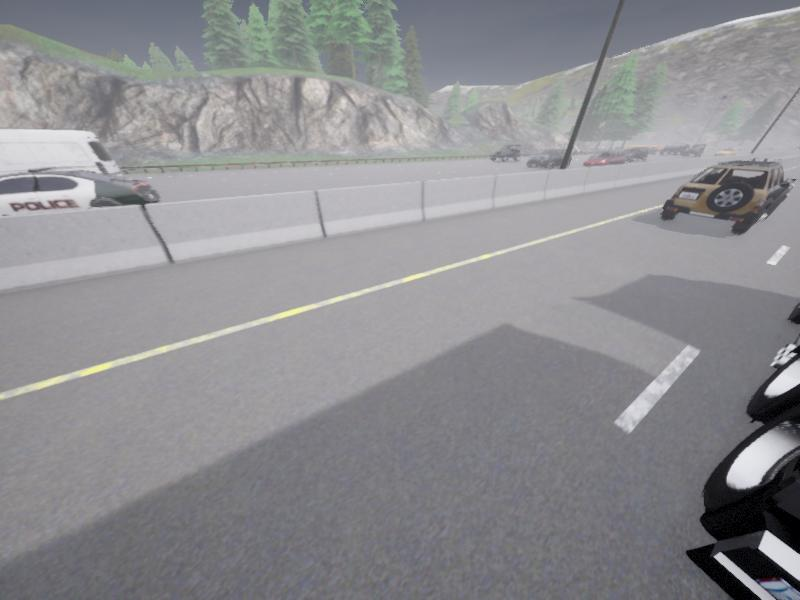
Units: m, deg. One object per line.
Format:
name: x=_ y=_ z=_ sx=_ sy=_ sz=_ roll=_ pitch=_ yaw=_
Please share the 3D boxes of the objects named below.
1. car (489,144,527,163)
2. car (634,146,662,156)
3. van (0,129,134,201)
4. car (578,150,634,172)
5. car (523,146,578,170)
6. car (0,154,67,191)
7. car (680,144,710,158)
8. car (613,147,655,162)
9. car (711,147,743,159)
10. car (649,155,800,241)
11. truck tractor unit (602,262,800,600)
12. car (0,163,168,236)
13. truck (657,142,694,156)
car: x=13.324 y=-18.212 z=28.666 sx=3.866 sy=1.878 sz=1.905 roll=-18 pitch=39 yaw=-25
car: x=49.574 y=-29.898 z=46.188 sx=4.902 sy=1.511 sz=2.128 roll=-18 pitch=39 yaw=-25
van: x=-17.217 y=-6.170 z=10.501 sx=5.915 sy=2.561 sz=1.988 roll=-18 pitch=39 yaw=-24
car: x=19.280 y=-13.079 z=21.656 sx=4.514 sy=1.525 sz=2.007 roll=-18 pitch=39 yaw=-25
car: x=14.783 y=-14.028 z=22.743 sx=4.553 sy=1.767 sz=2.097 roll=-18 pitch=39 yaw=-24
car: x=-21.875 y=-6.530 z=11.880 sx=4.902 sy=1.511 sz=2.128 roll=-18 pitch=39 yaw=-24
car: x=51.492 y=-26.088 z=40.336 sx=3.866 sy=1.878 sz=1.905 roll=-18 pitch=39 yaw=-24
car: x=31.609 y=-19.726 z=31.255 sx=3.988 sy=1.617 sz=1.851 roll=-11 pitch=37 yaw=-16
car: x=54.756 y=-24.713 z=38.670 sx=5.366 sy=1.575 sz=1.801 roll=-18 pitch=39 yaw=-25
car: x=10.926 y=-3.555 z=7.574 sx=4.605 sy=1.855 sz=1.932 roll=-18 pitch=39 yaw=-24
truck tractor unit: x=5.109 y=-0.302 z=0.786 sx=6.516 sy=4.208 sz=3.053 roll=-18 pitch=39 yaw=-24
car: x=-10.992 y=-3.171 z=7.127 sx=4.974 sy=1.542 sz=2.038 roll=-18 pitch=39 yaw=-24
truck: x=52.558 y=-28.835 z=44.108 sx=6.274 sy=2.098 sz=2.390 roll=-18 pitch=39 yaw=-25
